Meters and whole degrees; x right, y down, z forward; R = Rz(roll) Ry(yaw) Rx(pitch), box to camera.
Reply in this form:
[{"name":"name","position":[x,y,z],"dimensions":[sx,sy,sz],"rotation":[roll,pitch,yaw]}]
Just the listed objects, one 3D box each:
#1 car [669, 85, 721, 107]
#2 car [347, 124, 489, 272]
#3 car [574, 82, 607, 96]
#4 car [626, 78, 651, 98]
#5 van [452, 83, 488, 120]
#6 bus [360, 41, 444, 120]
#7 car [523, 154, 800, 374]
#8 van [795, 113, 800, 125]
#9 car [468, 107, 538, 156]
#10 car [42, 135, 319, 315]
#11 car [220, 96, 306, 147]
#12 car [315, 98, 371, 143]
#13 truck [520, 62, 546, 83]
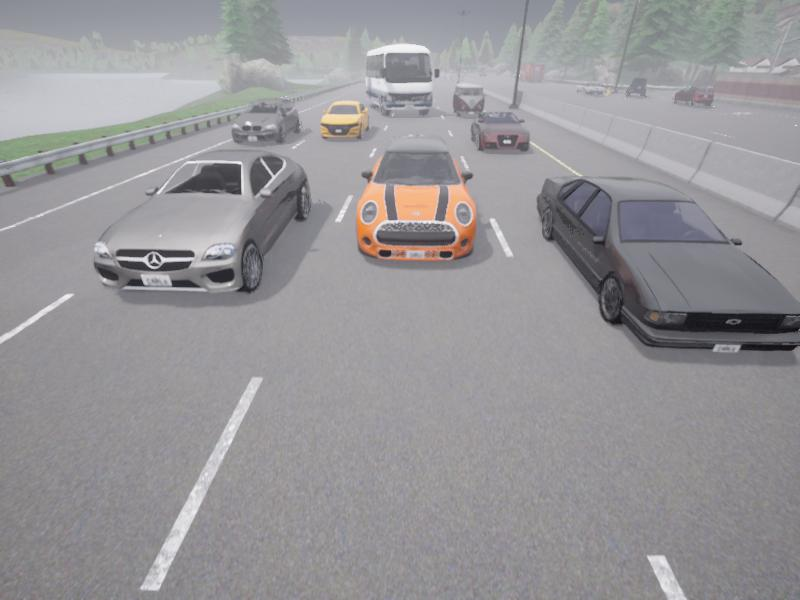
[{"name":"car","position":[26.061,-18.139,35.564],"dimensions":[1.789,1.549,3.705],"rotation":[1,30,2]},{"name":"car","position":[0.345,-2.401,8.322],"dimensions":[2.097,1.767,4.553],"rotation":[1,30,2]},{"name":"car","position":[23.138,-25.718,48.756],"dimensions":[1.895,1.301,4.718],"rotation":[1,30,2]},{"name":"car","position":[27.415,-24.493,46.095],"dimensions":[1.905,1.878,3.866],"rotation":[13,33,22]},{"name":"van","position":[4.693,-13.683,27.423],"dimensions":[1.775,1.987,4.442],"rotation":[1,30,2]},{"name":"bus","position":[-0.255,-16.211,29.481],"dimensions":[3.944,4.253,10.273],"rotation":[-6,31,-10]},{"name":"car","position":[3.764,-1.137,6.575],"dimensions":[2.033,1.411,5.357],"rotation":[1,30,2]},{"name":"van","position":[25.442,-10.297,21.308],"dimensions":[2.351,2.431,6.366],"rotation":[1,30,2]},{"name":"car","position":[4.228,-7.295,17.122],"dimensions":[1.994,1.385,4.181],"rotation":[1,30,2]},{"name":"car","position":[-3.200,-1.788,7.427],"dimensions":[2.152,1.651,5.027],"rotation":[1,30,2]},{"name":"car","position":[-6.198,-8.474,18.783],"dimensions":[2.242,1.667,4.611],"rotation":[1,30,2]},{"name":"car","position":[-2.650,-9.031,19.885],"dimensions":[1.882,1.535,5.008],"rotation":[1,30,2]},{"name":"truck","position":[28.312,-48.853,85.789],"dimensions":[2.891,3.827,8.468],"rotation":[1,30,2]}]
